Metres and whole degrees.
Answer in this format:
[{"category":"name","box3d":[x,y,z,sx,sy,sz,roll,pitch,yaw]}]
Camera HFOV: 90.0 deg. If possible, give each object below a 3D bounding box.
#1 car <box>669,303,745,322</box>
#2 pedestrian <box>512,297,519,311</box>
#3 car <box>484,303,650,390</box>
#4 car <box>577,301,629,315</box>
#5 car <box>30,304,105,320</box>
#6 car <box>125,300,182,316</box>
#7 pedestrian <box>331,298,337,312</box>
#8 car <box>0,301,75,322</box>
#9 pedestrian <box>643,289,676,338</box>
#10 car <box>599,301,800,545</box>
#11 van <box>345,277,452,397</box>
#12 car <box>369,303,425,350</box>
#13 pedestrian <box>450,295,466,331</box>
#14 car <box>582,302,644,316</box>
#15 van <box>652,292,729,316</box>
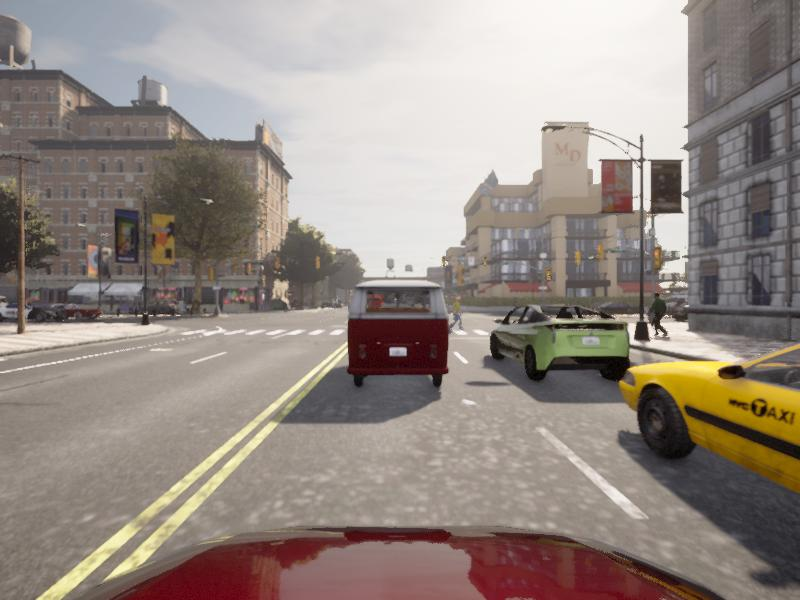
[{"category":"car","box3d":[23.087,0.935,30.185,4.181,1.385,1.994,0,0,0]},{"category":"pedestrian","box3d":[15.100,0.535,52.398,0.751,1.860,0.751,0,0,6]},{"category":"car","box3d":[3.451,0.838,9.387,2.007,1.525,4.514,0,0,0]},{"category":"car","box3d":[22.867,0.894,45.185,4.792,1.488,2.163,0,0,0]},{"category":"car","box3d":[-27.876,0.977,33.601,4.718,1.301,1.895,0,0,0]},{"category":"car","box3d":[-25.580,0.796,41.624,4.611,1.667,2.242,0,0,0]},{"category":"pedestrian","box3d":[-8.935,0.689,54.164,0.751,1.860,0.751,0,0,3]},{"category":"car","box3d":[-27.787,0.856,30.101,4.974,1.542,2.038,0,0,0]},{"category":"pedestrian","box3d":[10.133,0.500,15.637,0.751,1.860,0.751,0,0,-15]},{"category":"car","box3d":[3.499,0.804,2.511,1.801,1.575,5.366,0,0,0]},{"category":"van","box3d":[-0.045,0.608,8.855,1.775,1.987,4.442,0,0,0]},{"category":"car","box3d":[-0.179,0.869,15.028,1.816,1.474,4.193,0,0,-2]},{"category":"pedestrian","box3d":[2.981,0.657,20.533,0.751,1.860,0.751,0,0,1]},{"category":"car","box3d":[22.138,0.934,41.681,5.357,1.411,2.033,0,0,0]},{"category":"van","box3d":[30.190,0.417,41.699,6.366,2.431,2.351,0,0,0]}]
